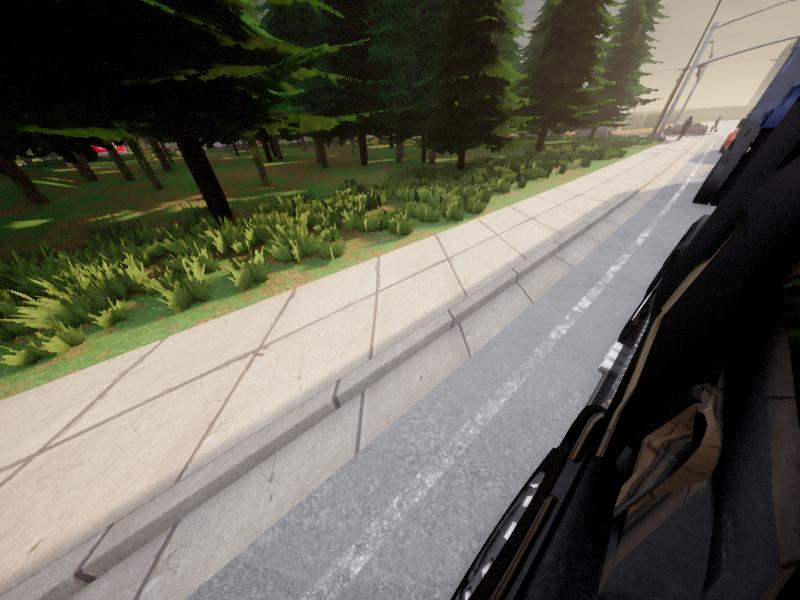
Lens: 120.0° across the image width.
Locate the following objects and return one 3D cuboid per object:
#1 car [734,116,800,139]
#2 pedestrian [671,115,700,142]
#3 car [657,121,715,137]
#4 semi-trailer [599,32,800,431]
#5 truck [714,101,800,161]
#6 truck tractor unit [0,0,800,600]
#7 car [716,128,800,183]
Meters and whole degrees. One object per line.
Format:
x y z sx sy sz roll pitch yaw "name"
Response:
36.765 -17.015 22.734 2.242 1.667 4.611 11 39 17 "car"
25.676 -15.425 20.821 0.751 1.860 0.751 -23 42 -25 "pedestrian"
35.193 -21.180 28.664 4.181 1.385 1.994 23 44 30 "car"
8.644 -3.642 4.280 14.254 4.402 2.717 -29 44 -30 "semi-trailer"
21.375 -9.907 13.494 5.204 2.467 2.627 -30 44 -31 "truck"
2.645 -0.295 0.351 6.516 4.208 3.053 -28 44 -30 "truck tractor unit"
15.881 -6.348 9.896 4.902 1.511 2.128 -29 44 -30 "car"
